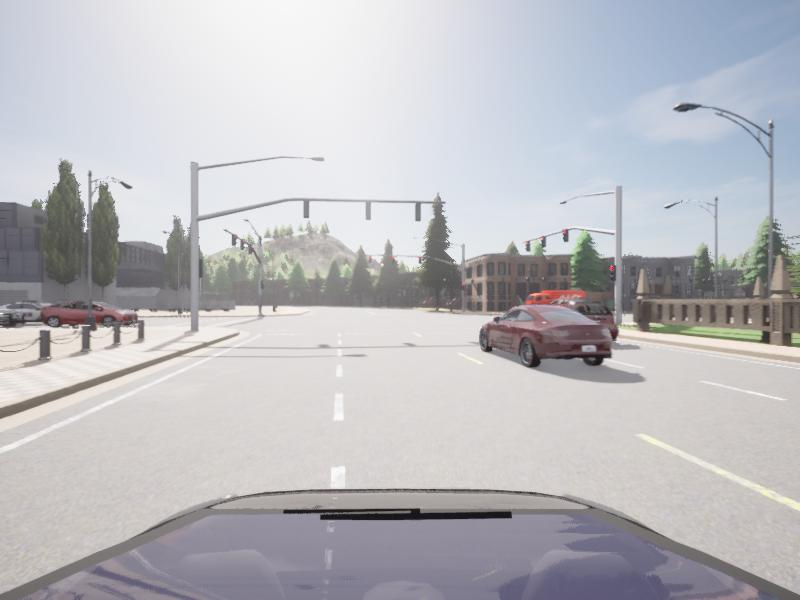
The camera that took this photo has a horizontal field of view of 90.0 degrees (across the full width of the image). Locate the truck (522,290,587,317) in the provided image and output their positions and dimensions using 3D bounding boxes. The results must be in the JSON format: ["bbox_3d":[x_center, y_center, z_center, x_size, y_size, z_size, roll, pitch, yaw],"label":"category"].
[{"bbox_3d":[14.925,0.338,38.780,5.204,2.467,2.627,0,0,-9],"label":"truck"}]

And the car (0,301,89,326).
[{"bbox_3d":[-23.484,0.816,25.865,4.974,1.542,2.038,0,0,-9],"label":"car"}]

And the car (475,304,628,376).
[{"bbox_3d":[3.668,0.865,10.774,1.812,1.442,4.674,0,0,-9],"label":"car"}]

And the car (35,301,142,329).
[{"bbox_3d":[-17.837,0.819,23.120,4.514,1.525,2.007,0,0,-7],"label":"car"}]

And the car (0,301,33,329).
[{"bbox_3d":[-24.011,0.817,22.245,4.974,1.542,2.038,0,0,-9],"label":"car"}]

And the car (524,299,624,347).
[{"bbox_3d":[6.542,0.782,15.585,1.851,1.617,3.988,0,0,-6],"label":"car"}]
